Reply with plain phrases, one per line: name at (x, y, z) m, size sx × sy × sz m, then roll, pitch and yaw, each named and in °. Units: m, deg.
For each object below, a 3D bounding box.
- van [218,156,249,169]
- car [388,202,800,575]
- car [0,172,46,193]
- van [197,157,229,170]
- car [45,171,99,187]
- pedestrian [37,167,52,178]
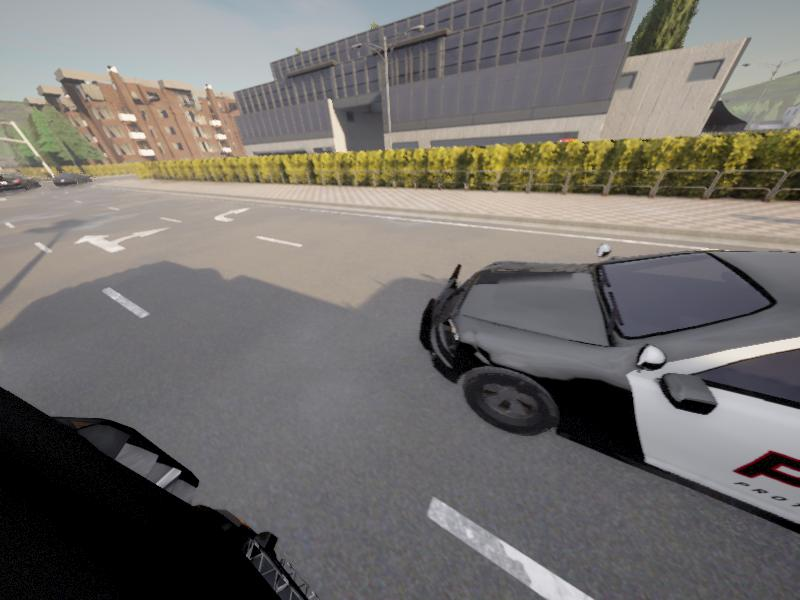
van at (-35.204, -29.176, 49.050) m, size 2.069 × 2.038 × 4.480 m, roll 16°, pitch 38°, yaw 26°
car at (2.614, 0.412, 1.758) m, size 4.974 × 1.542 × 2.038 m, roll 15°, pitch 38°, yaw 25°
car at (-43.350, -13.305, 26.064) m, size 2.242 × 1.667 × 4.611 m, roll -26°, pitch 40°, yaw -30°
van at (-39.464, -28.802, 48.836) m, size 2.069 × 2.038 × 4.480 m, roll 16°, pitch 38°, yaw 26°
car at (-41.594, -15.483, 29.488) m, size 1.994 × 1.385 × 4.181 m, roll -15°, pitch 35°, yaw -17°
pedestrian at (-71.213, -25.545, 46.315) m, size 0.751 × 1.860 × 0.751 m, roll 14°, pitch 37°, yaw 24°
